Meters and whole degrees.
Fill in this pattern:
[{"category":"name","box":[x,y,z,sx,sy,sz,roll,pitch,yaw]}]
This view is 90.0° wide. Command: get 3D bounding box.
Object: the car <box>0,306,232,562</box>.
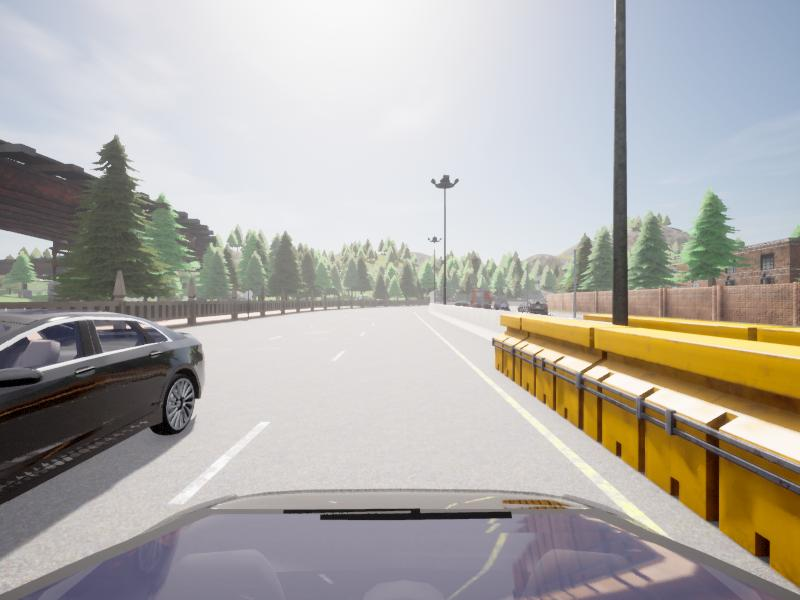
[{"category":"car","box":[-3.500,0.837,3.363,2.128,1.511,4.902,0,0,0]}]
